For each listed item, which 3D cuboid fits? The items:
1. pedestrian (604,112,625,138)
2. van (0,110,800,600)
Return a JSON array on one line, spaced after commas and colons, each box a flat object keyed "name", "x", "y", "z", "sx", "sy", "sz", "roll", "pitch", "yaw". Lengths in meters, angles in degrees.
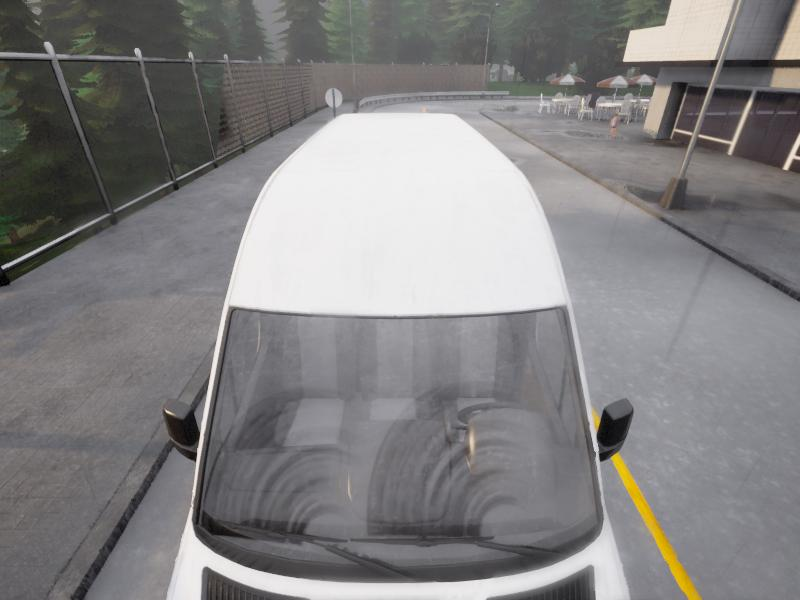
[{"name": "pedestrian", "x": 10.013, "y": -8.182, "z": 18.704, "sx": 0.500, "sy": 1.100, "sz": 0.500, "roll": 1, "pitch": 30, "yaw": 2}, {"name": "van", "x": -0.017, "y": 0.047, "z": 3.432, "sx": 1.988, "sy": 2.561, "sz": 5.915, "roll": 0, "pitch": 30, "yaw": 0}]
